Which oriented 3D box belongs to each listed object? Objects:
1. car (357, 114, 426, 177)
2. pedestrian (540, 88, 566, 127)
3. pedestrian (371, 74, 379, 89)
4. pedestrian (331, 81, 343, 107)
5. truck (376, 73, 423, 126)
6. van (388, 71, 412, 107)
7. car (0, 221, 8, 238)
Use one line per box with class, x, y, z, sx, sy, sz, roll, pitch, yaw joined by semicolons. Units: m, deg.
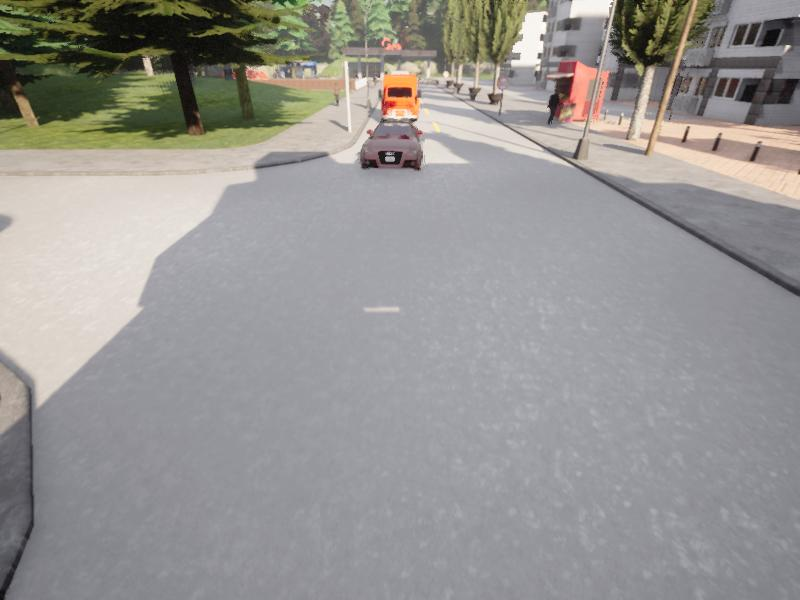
car;-0.153;-5.574;14.139;1.994;1.385;4.181;2;30;4
pedestrian;8.372;-10.546;21.885;0.751;1.860;0.751;-4;31;-7
pedestrian;-3.576;-31.521;57.664;0.751;1.860;0.751;20;36;31
pedestrian;-5.025;-16.425;31.909;0.751;1.860;0.751;-1;30;-1
truck;0.010;-12.815;25.338;2.627;2.467;5.204;0;33;0
van;0.000;-19.367;36.504;1.988;2.561;5.915;0;31;0
car;-10.528;-1.502;7.066;4.892;1.490;1.837;0;30;0
